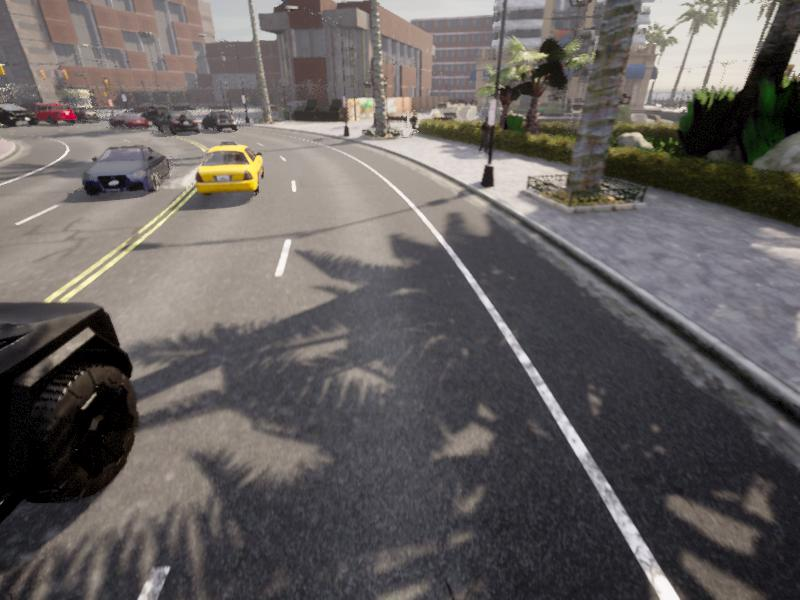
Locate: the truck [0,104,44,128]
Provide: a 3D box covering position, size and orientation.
[{"bbox_3d":[-40.126,-18.743,40.607,6.274,2.098,2.390,8,28,15],"label":"truck"}]

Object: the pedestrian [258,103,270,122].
[{"bbox_3d":[-15.163,-20.921,44.687,0.751,1.860,0.751,11,29,21],"label":"pedestrian"}]

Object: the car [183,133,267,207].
[{"bbox_3d":[-5.896,-4.802,14.161,1.801,1.575,5.366,-6,28,-12],"label":"car"}]

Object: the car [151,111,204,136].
[{"bbox_3d":[-18.859,-14.997,33.812,4.611,1.667,2.242,25,36,39],"label":"car"}]

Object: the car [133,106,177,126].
[{"bbox_3d":[-25.669,-19.359,42.010,3.866,1.878,1.905,15,31,28],"label":"car"}]

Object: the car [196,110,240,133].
[{"bbox_3d":[-16.403,-16.112,36.037,3.988,1.617,1.851,24,36,38],"label":"car"}]

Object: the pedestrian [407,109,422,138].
[{"bbox_3d":[1.034,-12.566,28.504,0.751,1.860,0.751,-14,30,-24],"label":"pedestrian"}]

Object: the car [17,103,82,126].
[{"bbox_3d":[-37.716,-19.995,43.084,5.566,2.045,2.150,9,29,16],"label":"car"}]

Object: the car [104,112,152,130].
[{"bbox_3d":[-26.518,-17.494,38.974,4.181,1.385,1.994,16,31,29],"label":"car"}]

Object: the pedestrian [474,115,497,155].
[{"bbox_3d":[4.434,-8.576,20.778,0.751,1.860,0.751,-8,28,-15],"label":"pedestrian"}]

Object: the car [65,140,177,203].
[{"bbox_3d":[-9.581,-4.710,14.217,1.994,1.385,4.181,-8,28,-15],"label":"car"}]

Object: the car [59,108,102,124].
[{"bbox_3d":[-36.837,-21.315,46.175,3.705,1.549,1.789,9,29,17],"label":"car"}]

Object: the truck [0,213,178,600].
[{"bbox_3d":[-3.580,1.633,1.139,2.390,2.098,6.274,-1,27,-1],"label":"truck"}]
